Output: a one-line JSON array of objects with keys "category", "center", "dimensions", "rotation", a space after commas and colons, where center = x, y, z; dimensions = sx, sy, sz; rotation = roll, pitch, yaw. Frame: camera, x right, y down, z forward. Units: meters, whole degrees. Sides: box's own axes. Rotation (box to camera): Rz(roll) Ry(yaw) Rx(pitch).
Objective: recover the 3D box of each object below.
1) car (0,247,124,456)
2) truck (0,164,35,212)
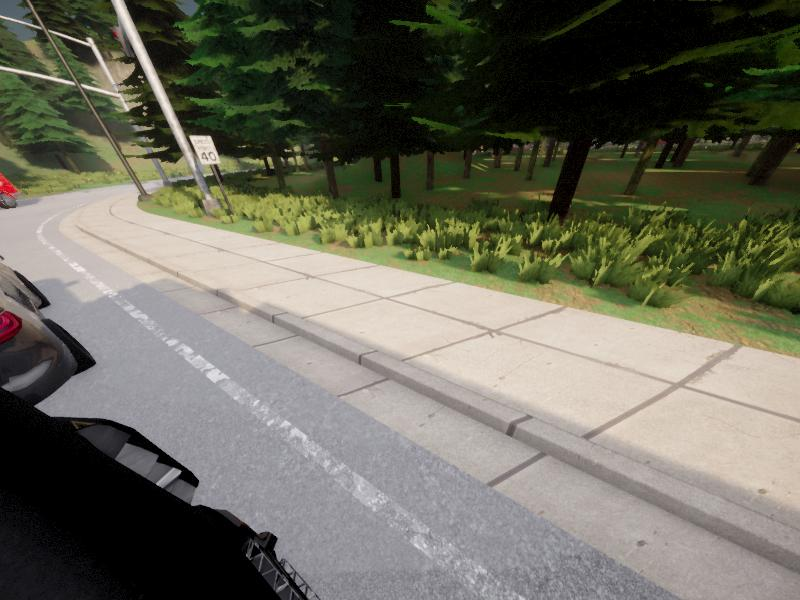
[{"category": "car", "center": [-5.790, 0.288, 2.440], "dimensions": [4.611, 1.667, 2.242], "rotation": [16, 38, 26]}, {"category": "truck", "center": [-24.466, -5.780, 12.292], "dimensions": [2.627, 2.467, 5.204], "rotation": [-17, 36, -19]}]
